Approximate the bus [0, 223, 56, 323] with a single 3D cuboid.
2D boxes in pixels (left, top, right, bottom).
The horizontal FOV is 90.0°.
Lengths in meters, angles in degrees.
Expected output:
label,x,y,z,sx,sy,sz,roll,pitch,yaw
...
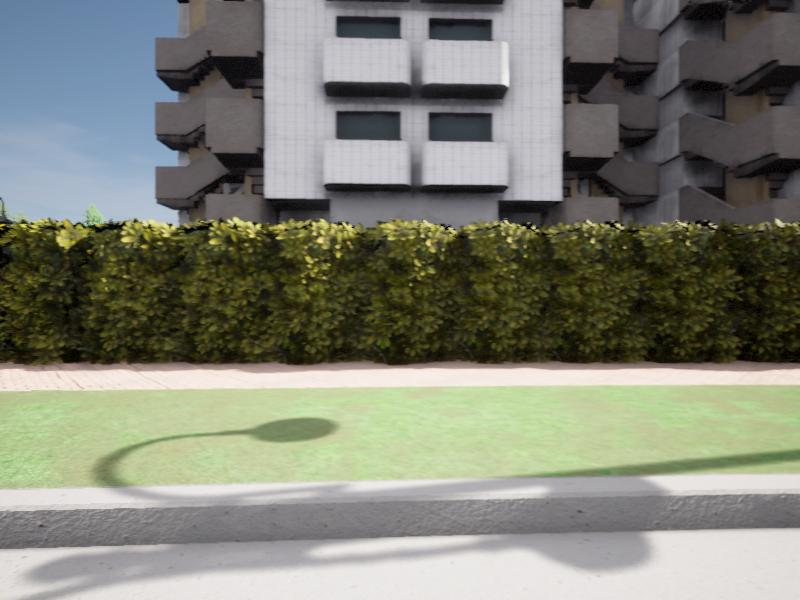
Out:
label,x,y,z,sx,sy,sz,roll,pitch,yaw
bus,-18.862,-1.143,14.472,3.944,4.253,10.273,0,0,0
